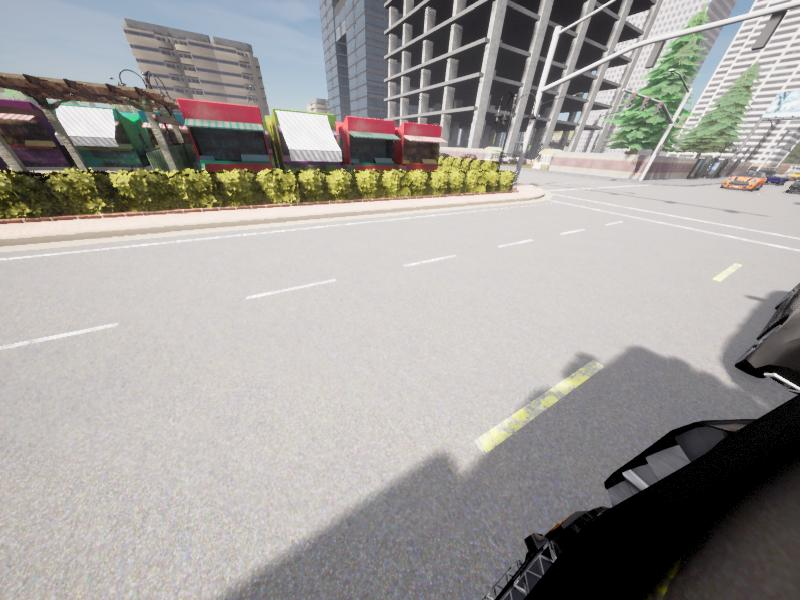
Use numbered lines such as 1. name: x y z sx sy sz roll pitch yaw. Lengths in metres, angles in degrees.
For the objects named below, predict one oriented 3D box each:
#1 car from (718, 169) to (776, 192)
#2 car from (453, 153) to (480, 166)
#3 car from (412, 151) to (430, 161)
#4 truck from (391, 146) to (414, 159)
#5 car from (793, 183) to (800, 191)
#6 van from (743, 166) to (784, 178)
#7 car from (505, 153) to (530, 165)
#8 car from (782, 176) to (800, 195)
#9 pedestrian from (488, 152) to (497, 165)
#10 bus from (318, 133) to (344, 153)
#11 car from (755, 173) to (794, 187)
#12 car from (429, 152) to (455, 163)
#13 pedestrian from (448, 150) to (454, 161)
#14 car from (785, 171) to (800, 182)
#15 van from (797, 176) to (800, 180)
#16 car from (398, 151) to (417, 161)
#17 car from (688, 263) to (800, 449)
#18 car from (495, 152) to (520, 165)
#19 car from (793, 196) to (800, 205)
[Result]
1. car: 35.162 -12.201 23.435 4.553 1.767 2.097 -15 38 -25
2. car: 10.931 -23.238 38.251 1.851 1.617 3.988 -16 38 -26
3. car: 4.331 -29.868 47.776 1.789 1.549 3.705 -16 38 -26
4. truck: 0.512 -33.955 53.144 2.390 2.098 6.274 -16 38 -26
5. car: 46.194 -12.882 25.588 4.892 1.490 1.837 -15 38 -25
6. van: 82.490 -29.153 52.468 1.775 1.987 4.442 -15 38 -25
7. car: 23.685 -28.531 46.717 1.905 1.878 3.866 -15 38 -25
8. car: 39.909 -11.159 22.505 4.892 1.490 1.837 -15 38 -25
9. pedestrian: 15.844 -24.309 39.699 0.751 1.860 0.751 -23 41 -33
10. bus: -19.012 -42.982 63.273 3.944 4.253 10.273 -16 38 -26
11. car: 50.018 -16.066 30.861 4.718 1.301 1.895 -15 38 -25
12. car: 7.666 -26.492 42.964 1.882 1.535 5.008 -16 38 -26
13. pedestrian: 10.649 -30.145 48.090 0.751 1.860 0.751 -16 38 -26
14. car: 71.786 -22.129 41.465 5.008 1.535 1.882 -15 38 -25
15. van: 86.420 -25.331 46.477 1.988 2.561 5.915 -15 38 -25
16. car: 1.416 -28.810 46.124 1.994 1.385 4.181 -16 38 -26
17. car: 6.038 0.331 2.553 4.902 1.511 2.128 -15 38 -25
18. car: 21.122 -27.827 45.457 1.905 1.878 3.866 -15 38 -25
19. car: 30.259 -6.975 15.273 5.238 1.638 1.930 -2 34 -8
